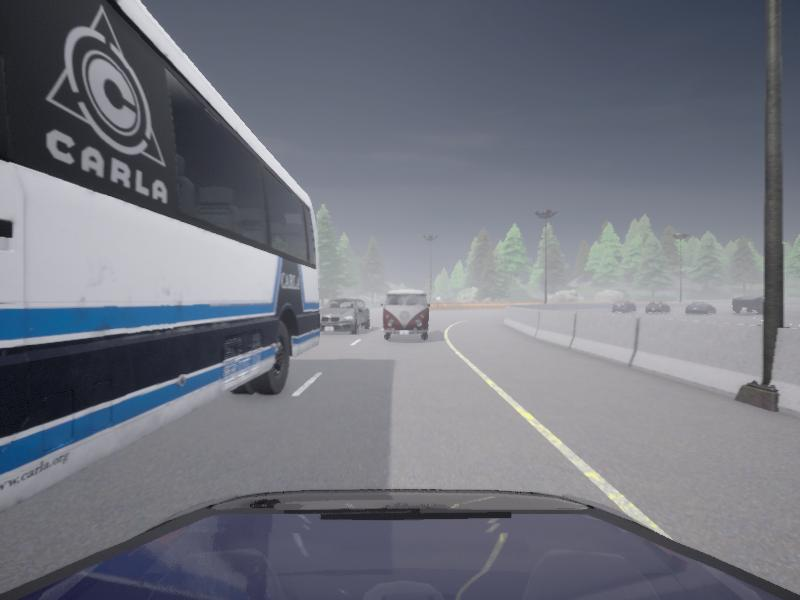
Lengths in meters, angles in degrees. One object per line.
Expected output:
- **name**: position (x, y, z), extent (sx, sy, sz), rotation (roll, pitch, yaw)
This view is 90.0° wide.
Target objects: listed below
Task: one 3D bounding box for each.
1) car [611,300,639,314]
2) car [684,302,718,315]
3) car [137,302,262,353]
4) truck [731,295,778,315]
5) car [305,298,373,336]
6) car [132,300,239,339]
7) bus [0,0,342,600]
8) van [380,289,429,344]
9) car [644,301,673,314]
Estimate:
- **car**: position (27.270, 0.833, 48.460), extent (3.705, 1.549, 1.789), rotation (0, 0, -41)
- **car**: position (33.615, 0.921, 44.631), extent (4.181, 1.385, 1.994), rotation (0, 0, -38)
- **car**: position (-6.882, 0.831, 14.502), extent (1.882, 1.535, 5.008), rotation (0, 0, 2)
- **truck**: position (39.438, 0.515, 44.469), extent (6.274, 2.098, 2.390), rotation (-1, 1, -33)
- **car**: position (-2.857, 0.769, 19.981), extent (2.242, 1.667, 4.611), rotation (0, 0, 7)
- **car**: position (-10.037, 0.811, 19.371), extent (1.801, 1.575, 5.366), rotation (0, 0, 7)
- **bus**: position (-3.381, -0.532, 4.570), extent (3.944, 4.253, 10.273), rotation (0, 0, 0)
- **van**: position (0.298, 0.609, 16.766), extent (1.775, 1.987, 4.442), rotation (0, 0, 4)
- **car**: position (29.935, 0.843, 46.243), extent (3.633, 1.501, 1.845), rotation (0, 0, -40)
